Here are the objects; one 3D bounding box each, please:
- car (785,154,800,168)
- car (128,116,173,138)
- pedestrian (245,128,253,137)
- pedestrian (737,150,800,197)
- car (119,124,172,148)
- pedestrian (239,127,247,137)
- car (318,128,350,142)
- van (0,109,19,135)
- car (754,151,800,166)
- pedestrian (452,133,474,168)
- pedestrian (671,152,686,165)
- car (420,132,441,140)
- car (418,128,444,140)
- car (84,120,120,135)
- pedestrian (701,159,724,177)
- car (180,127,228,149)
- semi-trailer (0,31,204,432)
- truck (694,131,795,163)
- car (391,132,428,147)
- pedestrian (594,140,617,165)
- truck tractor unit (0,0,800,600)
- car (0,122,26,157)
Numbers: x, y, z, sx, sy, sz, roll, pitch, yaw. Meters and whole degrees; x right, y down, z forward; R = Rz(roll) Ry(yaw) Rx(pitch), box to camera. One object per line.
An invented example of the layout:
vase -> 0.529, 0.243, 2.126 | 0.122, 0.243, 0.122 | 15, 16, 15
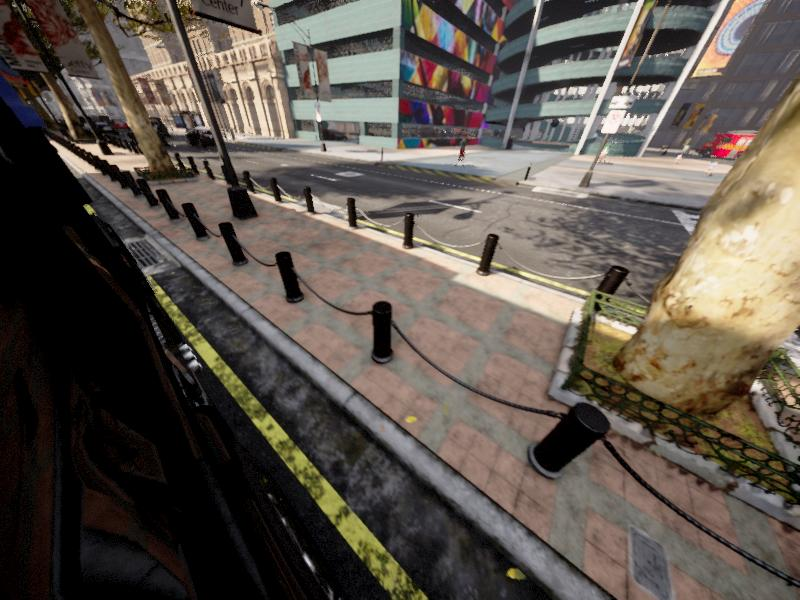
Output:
car -> 51.679, -17.029, 28.659 | 1.994, 1.385, 4.181 | 15, 38, 16
car -> -31.176, -21.621, 28.878 | 5.566, 2.045, 2.150 | 26, 42, 28
pedestrian -> -22.620, -25.137, 34.638 | 0.500, 1.100, 0.500 | 12, 38, 12
pedestrian -> 17.587, -6.040, 11.034 | 0.751, 1.860, 0.751 | -19, 42, -27
car -> -22.517, -14.549, 20.432 | 4.892, 1.490, 1.837 | 26, 42, 28
pedestrian -> -23.321, -24.923, 34.306 | 0.500, 1.100, 0.500 | 28, 44, 30
car -> -10.380, -25.870, 36.230 | 4.786, 1.482, 2.161 | 26, 42, 28
van -> -43.397, -19.067, 24.350 | 6.366, 2.431, 2.351 | 26, 42, 28
car -> 57.633, -21.240, 34.619 | 2.128, 1.511, 4.902 | 7, 37, 6
pedestrian -> 4.124, -9.811, 15.212 | 0.751, 1.860, 0.751 | 28, 44, 30
pedestrian -> 28.652, -14.558, 23.789 | 0.500, 1.100, 0.500 | 30, 45, 32
car -> 7.409, -39.838, 56.095 | 4.514, 1.523, 2.007 | 26, 42, 28
car -> 7.471, -40.129, 55.834 | 5.566, 2.045, 2.435 | 26, 42, 28
car -> -38.359, -22.199, 29.755 | 4.181, 1.385, 1.994 | 26, 43, 28
pedestrian -> 22.387, -9.467, 16.568 | 0.500, 1.100, 0.500 | -26, 45, -33
car -> -18.134, -15.043, 21.392 | 3.806, 1.475, 1.970 | 26, 43, 28
semi-trailer -> -8.829, -3.519, 4.086 | 14.254, 4.402, 2.717 | 27, 43, 28
truck -> 54.724, -24.923, 37.365 | 2.891, 3.827, 8.468 | 3, 37, 0
car -> 1.337, -23.313, 33.497 | 4.902, 1.511, 2.128 | 26, 42, 28
pedestrian -> 18.594, -13.395, 20.947 | 0.751, 1.860, 0.751 | 18, 39, 20
truck tractor unit -> -2.645, -0.295, 0.351 | 6.516, 4.208, 3.053 | 28, 44, 30
car -> -24.487, -9.487, 13.539 | 4.792, 1.488, 2.163 | 26, 43, 28
